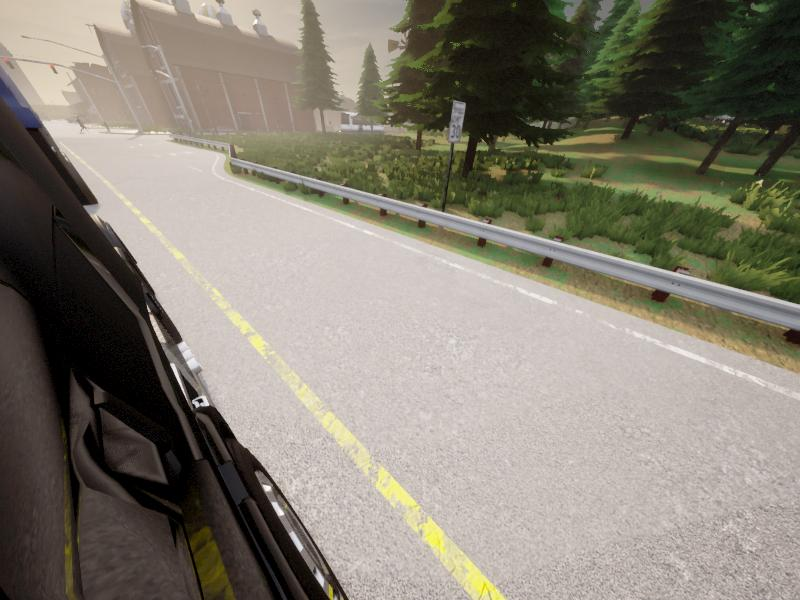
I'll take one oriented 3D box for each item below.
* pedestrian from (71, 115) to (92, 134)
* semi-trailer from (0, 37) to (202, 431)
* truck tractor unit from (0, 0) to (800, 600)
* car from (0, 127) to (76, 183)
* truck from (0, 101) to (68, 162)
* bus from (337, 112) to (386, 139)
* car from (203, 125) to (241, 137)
[{"bbox_3d":[-40.256,-22.182,29.180,0.751,1.860,0.751,29,44,31],"label":"pedestrian"},{"bbox_3d":[-8.746,-3.573,4.179,14.254,4.402,2.717,28,43,29],"label":"semi-trailer"},{"bbox_3d":[-2.645,-0.295,0.351,6.516,4.208,3.053,28,44,30],"label":"truck tractor unit"},{"bbox_3d":[-16.061,-6.230,9.718,4.902,1.511,2.128,28,43,29],"label":"car"},{"bbox_3d":[-21.926,-9.536,12.948,5.204,2.467,2.627,27,43,28],"label":"truck"},{"bbox_3d":[-8.098,-38.150,50.635,3.944,4.253,10.273,28,44,29],"label":"bus"},{"bbox_3d":[-27.764,-26.433,36.141,1.994,1.385,4.181,27,43,29],"label":"car"}]
